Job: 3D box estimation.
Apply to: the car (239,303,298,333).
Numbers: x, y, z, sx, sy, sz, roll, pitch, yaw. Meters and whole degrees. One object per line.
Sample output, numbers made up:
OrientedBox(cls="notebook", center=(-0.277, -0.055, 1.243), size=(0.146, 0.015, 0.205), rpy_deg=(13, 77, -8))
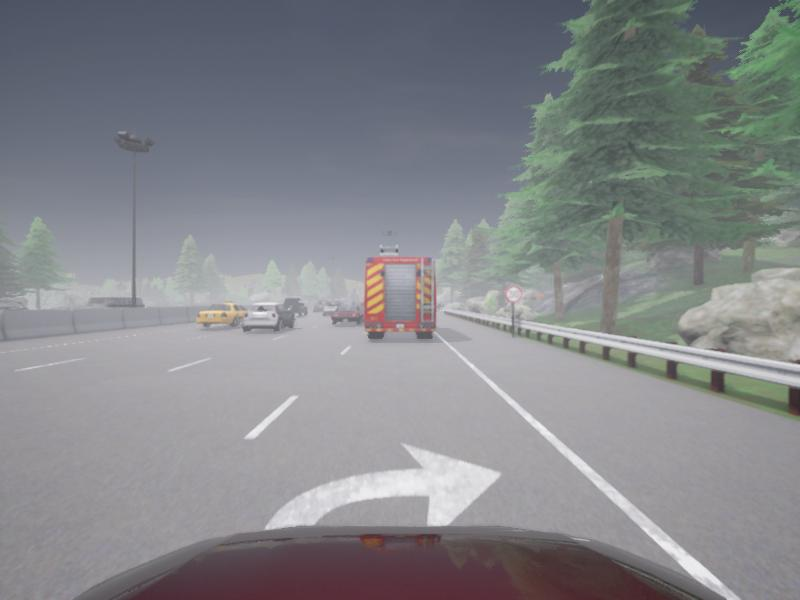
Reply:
OrientedBox(cls="car", center=(-6.991, 0.904, 21.727), size=(1.970, 1.475, 3.806), rpy_deg=(0, 0, 0))

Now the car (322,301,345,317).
OrientedBox(cls="car", center=(-6.991, 0.888, 42.525), size=(1.851, 1.617, 3.988), rpy_deg=(0, 0, 0))

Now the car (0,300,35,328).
OrientedBox(cls="car", center=(-24.494, 0.809, 23.304), size=(2.242, 1.667, 4.611), rpy_deg=(0, 0, 0))

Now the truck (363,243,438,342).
OrientedBox(cls="truck", center=(0.011, -0.275, 19.668), size=(2.891, 3.827, 8.468), rpy_deg=(0, 0, 0))

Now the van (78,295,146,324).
OrientedBox(cls="van", center=(-20.990, 0.668, 29.404), size=(1.775, 1.987, 4.442), rpy_deg=(0, 0, 0))

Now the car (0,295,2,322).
OrientedBox(cls="car", center=(-31.492, 0.632, 27.794), size=(2.150, 2.045, 5.566), rpy_deg=(0, 0, 0))

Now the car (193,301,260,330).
OrientedBox(cls="car", center=(-10.492, 0.859, 24.708), size=(1.801, 1.575, 5.366), rpy_deg=(0, 0, 0))

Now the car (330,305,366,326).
OrientedBox(cls="car", center=(-3.492, 1.009, 27.787), size=(1.895, 1.301, 4.718), rpy_deg=(0, 0, 0))

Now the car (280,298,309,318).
OrientedBox(cls="car", center=(-10.489, 0.740, 40.107), size=(1.905, 1.878, 3.866), rpy_deg=(0, 0, 0))
